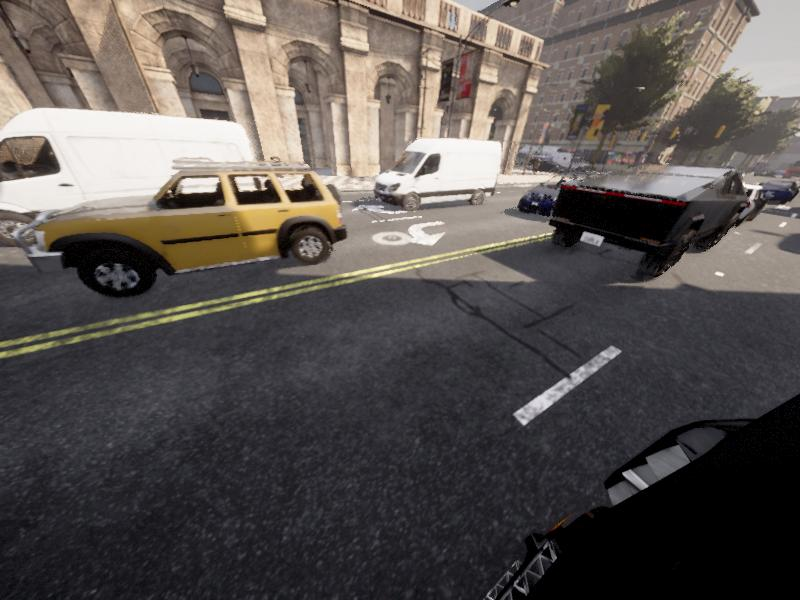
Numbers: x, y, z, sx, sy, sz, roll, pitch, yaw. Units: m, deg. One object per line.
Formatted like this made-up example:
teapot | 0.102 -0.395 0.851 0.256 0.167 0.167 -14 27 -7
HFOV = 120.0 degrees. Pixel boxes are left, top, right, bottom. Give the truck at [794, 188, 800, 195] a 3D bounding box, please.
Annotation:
truck | 40.412 -10.053 20.044 5.204 2.467 2.627 14 35 17

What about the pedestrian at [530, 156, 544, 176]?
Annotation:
pedestrian | 15.007 -14.717 25.333 0.751 1.860 0.751 23 38 27

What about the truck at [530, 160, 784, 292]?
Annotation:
truck | 6.882 -2.392 6.211 6.274 2.098 2.390 -16 38 -26

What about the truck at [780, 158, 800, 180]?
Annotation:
truck | 88.208 -28.705 50.703 8.468 3.827 2.891 -16 38 -26

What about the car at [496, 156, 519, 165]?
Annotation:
car | 23.971 -31.286 51.695 1.816 1.474 4.193 -16 38 -26

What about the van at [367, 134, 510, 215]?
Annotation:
van | 1.714 -5.593 10.231 5.915 2.561 1.988 -16 38 -26

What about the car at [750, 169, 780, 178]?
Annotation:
car | 83.995 -29.173 53.164 3.988 1.617 1.851 -4 34 -10

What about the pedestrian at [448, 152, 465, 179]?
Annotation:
pedestrian | 4.552 -10.916 18.780 0.751 1.860 0.751 -14 37 -24

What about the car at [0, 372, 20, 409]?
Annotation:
car | -4.921 1.139 0.469 3.633 1.501 1.845 -15 38 -26

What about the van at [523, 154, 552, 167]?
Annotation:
van | 29.458 -29.942 49.592 2.069 2.038 4.480 -16 38 -26

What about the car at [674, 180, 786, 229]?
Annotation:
car | 14.935 -4.444 10.499 3.806 1.475 1.970 -16 38 -26

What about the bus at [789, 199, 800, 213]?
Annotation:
bus | 29.620 -6.760 12.646 10.273 4.253 3.944 -6 32 -12

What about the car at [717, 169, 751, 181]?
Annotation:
car | 53.378 -20.016 36.897 4.974 1.542 2.038 -16 38 -26

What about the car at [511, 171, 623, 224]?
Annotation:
car | 7.032 -4.475 9.809 3.988 1.617 1.851 -16 38 -26

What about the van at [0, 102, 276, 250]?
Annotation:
van | -6.876 -3.183 5.927 5.915 2.561 1.988 -15 38 -26

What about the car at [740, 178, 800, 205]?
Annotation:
car | 27.714 -8.070 17.069 4.181 1.385 1.994 -16 38 -27

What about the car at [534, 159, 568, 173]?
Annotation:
car | 22.455 -19.990 34.488 1.845 1.501 3.633 -14 37 -24

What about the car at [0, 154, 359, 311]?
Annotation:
car | -3.391 -1.657 4.490 4.605 1.855 1.932 -15 38 -25

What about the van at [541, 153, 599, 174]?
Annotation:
van | 25.827 -21.050 35.538 2.351 2.431 6.366 -15 38 -26

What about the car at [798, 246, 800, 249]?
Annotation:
car | 15.456 -2.418 7.344 4.856 1.649 2.033 -16 38 -26
